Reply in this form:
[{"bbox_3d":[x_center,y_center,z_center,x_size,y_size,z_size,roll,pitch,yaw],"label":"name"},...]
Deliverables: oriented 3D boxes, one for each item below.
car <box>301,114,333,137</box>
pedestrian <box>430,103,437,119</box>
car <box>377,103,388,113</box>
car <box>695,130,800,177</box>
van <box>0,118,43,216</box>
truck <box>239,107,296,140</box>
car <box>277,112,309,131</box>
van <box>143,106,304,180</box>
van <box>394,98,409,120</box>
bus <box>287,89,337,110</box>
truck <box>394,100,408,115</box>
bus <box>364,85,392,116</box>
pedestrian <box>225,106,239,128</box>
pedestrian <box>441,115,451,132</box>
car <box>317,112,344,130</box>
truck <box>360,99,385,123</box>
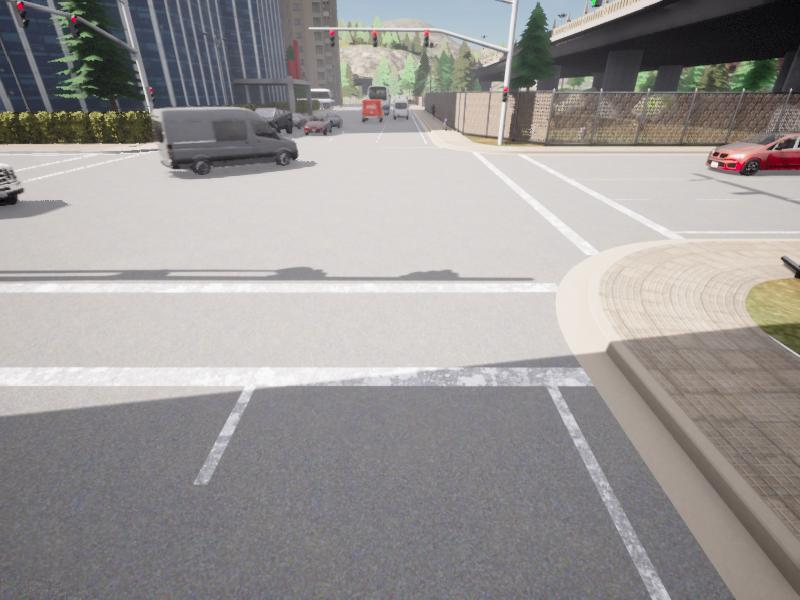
[{"bbox_3d":[-6.910,-14.806,33.817,1.816,1.474,4.193,0,27,0],"label":"car"},{"bbox_3d":[4.312,-24.251,51.395,0.751,1.860,0.751,-1,27,-1],"label":"pedestrian"},{"bbox_3d":[-3.303,-36.975,76.893,1.801,1.575,5.366,0,27,0],"label":"car"},{"bbox_3d":[16.181,-6.446,17.454,4.611,1.667,2.242,0,27,0],"label":"car"},{"bbox_3d":[-14.457,-3.585,11.031,6.366,2.431,2.351,0,27,0],"label":"van"},{"bbox_3d":[-10.415,-14.266,32.084,2.390,2.098,6.274,0,27,0],"label":"truck"},{"bbox_3d":[-10.396,-17.566,39.225,1.812,1.442,4.674,0,27,0],"label":"car"},{"bbox_3d":[-7.550,-7.195,17.907,5.915,2.561,1.988,-21,35,-35],"label":"van"},{"bbox_3d":[0.147,-26.675,55.758,1.988,2.561,5.915,0,27,0],"label":"van"},{"bbox_3d":[-20.193,-46.440,92.463,10.273,4.253,3.944,0,27,0],"label":"bus"},{"bbox_3d":[0.179,-33.652,69.814,2.390,2.098,6.274,0,27,0],"label":"truck"},{"bbox_3d":[-3.451,-32.792,65.790,3.944,4.253,10.273,0,27,0],"label":"bus"},{"bbox_3d":[-15.947,-17.361,37.982,0.751,1.860,0.751,-1,27,-3],"label":"pedestrian"},{"bbox_3d":[3.913,-15.003,34.007,0.751,1.300,0.751,4,27,7],"label":"pedestrian"},{"bbox_3d":[-6.903,-17.957,40.067,1.994,1.385,4.181,0,27,-1],"label":"car"},{"bbox_3d":[-3.373,-23.809,50.256,2.627,2.467,5.204,0,27,0],"label":"truck"}]
